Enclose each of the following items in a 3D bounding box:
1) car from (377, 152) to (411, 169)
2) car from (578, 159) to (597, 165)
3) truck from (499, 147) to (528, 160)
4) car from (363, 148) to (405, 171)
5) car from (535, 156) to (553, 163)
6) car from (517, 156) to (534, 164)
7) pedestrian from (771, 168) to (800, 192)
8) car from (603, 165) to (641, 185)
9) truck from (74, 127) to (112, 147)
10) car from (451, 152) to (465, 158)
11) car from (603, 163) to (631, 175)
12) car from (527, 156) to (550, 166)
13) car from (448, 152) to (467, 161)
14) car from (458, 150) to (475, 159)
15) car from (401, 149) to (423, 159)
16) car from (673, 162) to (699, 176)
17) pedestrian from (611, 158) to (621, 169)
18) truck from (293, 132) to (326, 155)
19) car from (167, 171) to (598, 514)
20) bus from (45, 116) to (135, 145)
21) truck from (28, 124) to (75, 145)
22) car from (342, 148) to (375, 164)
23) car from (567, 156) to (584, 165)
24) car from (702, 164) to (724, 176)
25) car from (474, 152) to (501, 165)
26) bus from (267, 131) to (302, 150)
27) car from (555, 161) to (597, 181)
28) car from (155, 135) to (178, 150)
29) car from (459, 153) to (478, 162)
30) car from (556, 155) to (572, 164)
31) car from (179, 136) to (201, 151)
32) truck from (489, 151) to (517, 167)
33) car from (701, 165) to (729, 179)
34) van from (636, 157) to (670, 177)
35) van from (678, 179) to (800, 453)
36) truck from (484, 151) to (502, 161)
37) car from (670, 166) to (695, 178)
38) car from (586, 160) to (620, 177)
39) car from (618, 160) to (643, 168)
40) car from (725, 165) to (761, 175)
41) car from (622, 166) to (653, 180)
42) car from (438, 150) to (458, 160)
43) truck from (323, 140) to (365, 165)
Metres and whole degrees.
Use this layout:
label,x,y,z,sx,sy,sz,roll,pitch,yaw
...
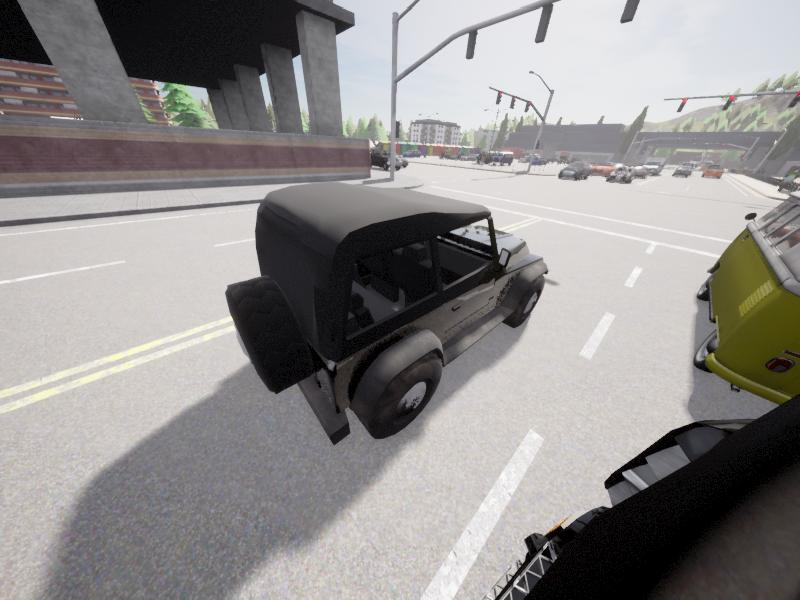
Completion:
label,x,y,z,sx,sy,sz,roll,pitch,yaw
car,-0.825,-17.118,28.248,1.816,1.474,4.193,-25,42,-35
car,57.007,-41.891,70.130,1.970,1.475,3.806,-24,42,-34
truck,41.492,-53.769,84.646,2.891,3.827,8.468,-23,41,-33
car,-1.824,-15.033,24.668,1.932,1.855,4.605,-25,42,-35
car,38.215,-37.182,61.316,5.357,1.415,2.033,-24,42,-35
car,29.938,-33.442,55.064,3.806,1.475,1.970,-24,42,-35
pedestrian,35.610,-10.992,21.204,0.751,1.860,0.751,-25,42,-35
car,22.989,-12.973,23.892,3.806,1.475,1.970,-26,43,-37
truck,-51.751,-27.609,39.109,2.615,2.467,5.204,-24,42,-35
car,16.882,-42.143,67.131,3.905,1.438,1.784,-24,42,-35
car,34.510,-20.885,36.692,4.792,1.488,2.163,-24,42,-35
car,28.812,-28.856,47.938,4.611,1.667,2.242,-24,42,-35
car,12.889,-32.159,51.784,3.905,1.438,1.784,-24,42,-35
car,18.750,-41.026,65.208,4.605,1.855,1.932,-24,42,-35
car,2.693,-33.638,53.167,4.611,1.667,2.242,-24,42,-35
car,52.885,-24.282,42.697,5.566,2.045,2.150,-24,42,-35
pedestrian,47.396,-29.980,50.712,0.751,1.860,0.751,-26,43,-36
truck,-19.124,-33.070,48.773,2.891,3.827,8.468,-25,42,-35
car,0.274,-0.350,2.784,3.866,1.878,1.905,-24,42,-35
bus,-65.297,-36.015,49.420,10.273,4.253,3.944,-24,42,-35
truck,-54.987,-26.148,36.663,2.615,2.467,5.204,-24,42,-35
car,-5.932,-20.546,32.874,1.930,1.638,5.238,-25,42,-35
car,46.718,-37.078,61.376,4.605,1.855,1.932,-24,42,-35
car,63.706,-26.548,47.083,3.866,1.878,1.905,-24,42,-35
car,15.568,-25.146,41.037,4.605,1.855,1.932,-24,42,-35
bus,-34.966,-48.561,70.609,3.944,4.253,10.273,8,34,8
car,18.909,-13.877,24.791,4.856,1.649,2.033,-24,42,-35
car,-37.489,-25.263,37.125,1.905,1.878,3.866,-24,42,-35
car,14.794,-30.863,50.031,3.806,1.475,1.970,-24,42,-35
car,44.852,-38.364,63.177,3.866,1.878,1.905,-24,42,-35
car,-35.282,-26.260,38.794,1.905,1.878,3.866,-24,42,-35
truck,17.532,-23.978,39.255,4.478,2.038,2.069,-24,42,-35
car,53.145,-21.722,39.086,4.553,1.767,2.097,-24,42,-35
van,40.979,-21.626,37.441,6.366,2.431,2.351,-24,42,-35
van,5.427,-0.146,2.781,4.442,1.987,1.775,-24,42,-35
truck,24.210,-37.519,60.165,4.478,2.038,2.069,-24,42,-35
car,47.174,-21.410,38.520,5.357,1.411,2.033,-25,42,-35
car,27.472,-17.819,31.254,4.553,1.767,2.097,-24,42,-35
car,68.243,-40.337,68.408,2.033,1.649,4.856,-24,42,-34
car,85.156,-32.311,57.386,1.932,1.855,4.605,-20,40,-30
car,31.324,-16.810,30.412,4.181,1.385,1.994,-24,42,-35
car,11.092,-33.495,53.279,4.605,1.855,1.932,-24,42,-35
truck,-7.123,-18.773,29.362,2.627,2.467,5.204,-25,42,-35
